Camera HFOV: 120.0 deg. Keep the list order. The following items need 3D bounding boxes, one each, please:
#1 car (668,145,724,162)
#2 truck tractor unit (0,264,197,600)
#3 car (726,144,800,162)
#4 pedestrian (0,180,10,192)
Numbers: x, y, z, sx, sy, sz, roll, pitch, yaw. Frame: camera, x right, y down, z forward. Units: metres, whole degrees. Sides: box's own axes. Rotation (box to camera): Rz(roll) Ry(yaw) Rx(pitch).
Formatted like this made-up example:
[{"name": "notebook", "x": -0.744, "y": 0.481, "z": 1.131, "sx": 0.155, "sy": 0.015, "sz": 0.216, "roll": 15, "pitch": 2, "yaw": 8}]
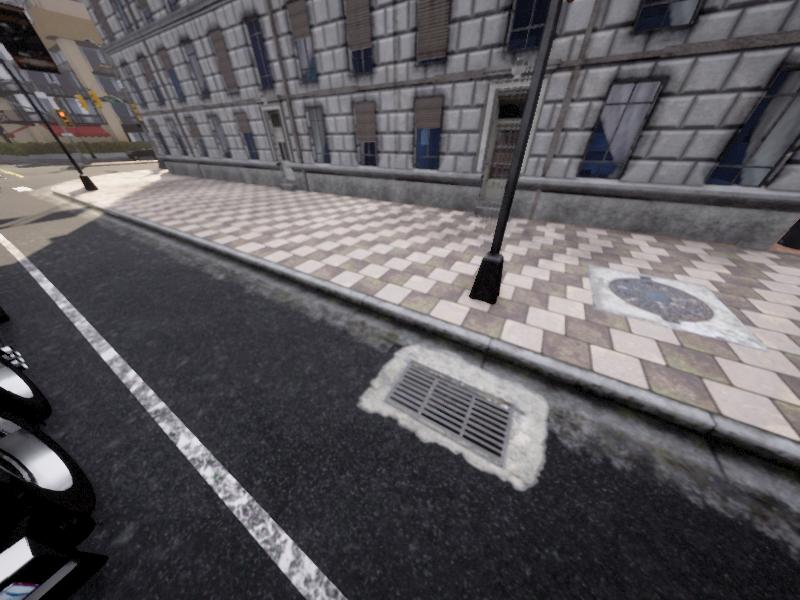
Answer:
[{"name": "car", "x": 34.878, "y": -17.347, "z": 27.308, "sx": 1.845, "sy": 1.501, "sz": 3.633, "roll": -25, "pitch": 41, "yaw": -31}, {"name": "truck tractor unit", "x": -5.118, "y": -0.291, "z": 0.789, "sx": 6.516, "sy": 4.208, "sz": 3.053, "roll": 18, "pitch": 39, "yaw": 24}, {"name": "car", "x": 43.353, "y": -17.367, "z": 27.237, "sx": 1.801, "sy": 1.575, "sz": 5.366, "roll": -18, "pitch": 39, "yaw": -24}, {"name": "pedestrian", "x": -21.990, "y": -6.686, "z": 12.051, "sx": 0.751, "sy": 1.860, "sz": 0.751, "roll": 17, "pitch": 39, "yaw": 23}]
